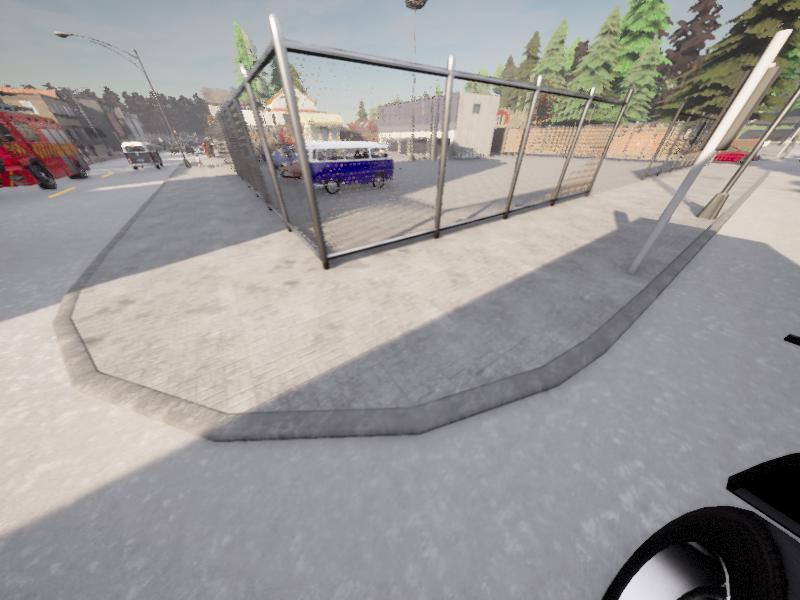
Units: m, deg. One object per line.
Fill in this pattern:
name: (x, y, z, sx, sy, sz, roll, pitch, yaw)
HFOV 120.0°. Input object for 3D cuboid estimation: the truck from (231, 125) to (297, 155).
truck: (-22.649, -26.947, 38.974, 8.468, 3.827, 2.891, -24, 41, -29)

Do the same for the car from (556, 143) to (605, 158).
car: (23.792, -19.886, 30.659, 1.812, 1.442, 4.674, -22, 41, -28)

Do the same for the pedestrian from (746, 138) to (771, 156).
pedestrian: (44.934, -19.213, 28.952, 0.751, 1.860, 0.751, 23, 41, 29)

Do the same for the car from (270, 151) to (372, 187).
car: (-4.634, -8.172, 14.188, 5.357, 1.415, 2.033, -22, 41, -28)

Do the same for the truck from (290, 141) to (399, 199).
truck: (-2.500, -6.510, 11.273, 4.478, 2.038, 2.069, -22, 41, -28)

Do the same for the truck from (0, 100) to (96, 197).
truck: (-21.468, -8.382, 12.647, 2.891, 3.827, 8.468, -22, 41, -28)

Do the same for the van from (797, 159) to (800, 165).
van: (39.963, -14.180, 21.490, 5.915, 2.561, 1.988, -22, 41, -28)

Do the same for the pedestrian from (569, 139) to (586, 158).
pedestrian: (20.591, -17.568, 26.798, 0.751, 1.860, 0.751, -22, 41, -28)

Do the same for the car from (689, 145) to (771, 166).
car: (31.250, -13.878, 22.053, 1.816, 1.474, 4.193, -24, 42, -30)

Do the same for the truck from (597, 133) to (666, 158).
truck: (29.311, -19.751, 29.508, 2.627, 2.467, 5.204, -22, 39, -27)

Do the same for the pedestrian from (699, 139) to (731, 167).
pedestrian: (25.738, -12.030, 18.906, 0.751, 1.860, 0.751, -28, 44, -34)
